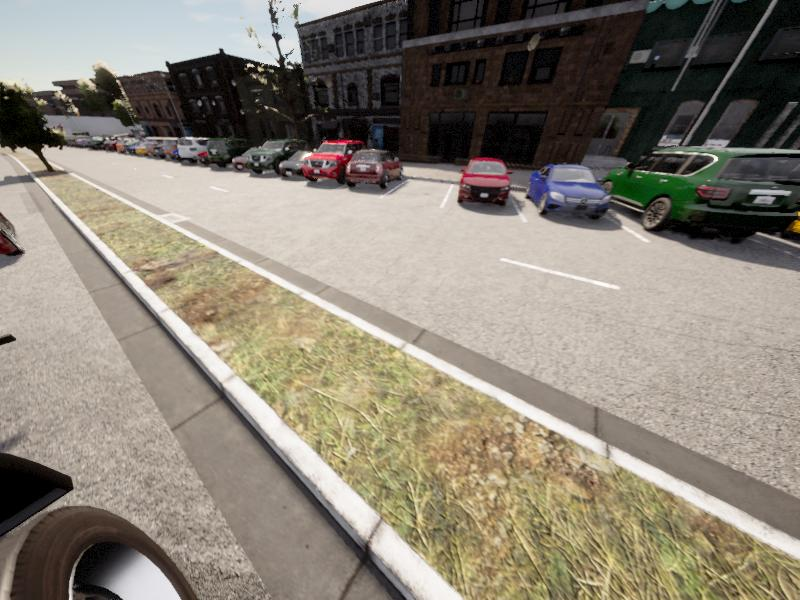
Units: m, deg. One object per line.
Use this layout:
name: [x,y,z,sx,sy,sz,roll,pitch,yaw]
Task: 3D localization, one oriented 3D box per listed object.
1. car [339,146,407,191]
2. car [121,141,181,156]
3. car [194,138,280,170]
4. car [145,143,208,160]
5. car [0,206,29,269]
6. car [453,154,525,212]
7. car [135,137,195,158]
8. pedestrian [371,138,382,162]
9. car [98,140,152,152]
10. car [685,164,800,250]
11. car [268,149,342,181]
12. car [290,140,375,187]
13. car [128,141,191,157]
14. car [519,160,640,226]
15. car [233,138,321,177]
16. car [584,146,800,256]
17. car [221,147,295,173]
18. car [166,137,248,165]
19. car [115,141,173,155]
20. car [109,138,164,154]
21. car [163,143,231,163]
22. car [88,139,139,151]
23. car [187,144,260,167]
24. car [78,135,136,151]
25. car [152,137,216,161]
car: [-1.229,-7.477,12.895,2.185,1.767,4.553,9,35,12]
car: [-33.293,-20.473,31.135,2.097,1.535,5.008,9,35,11]
car: [-13.529,-12.651,19.860,2.435,2.045,5.566,9,35,12]
car: [-25.858,-17.454,27.002,2.163,1.488,4.792,9,35,12]
car: [-10.251,-1.604,4.872,4.181,1.385,1.994,22,41,28]
car: [3.712,-5.365,10.181,2.097,1.535,5.008,10,36,12]
car: [-28.360,-18.588,28.132,1.878,1.987,4.442,9,35,11]
pedestrian: [-2.285,-14.556,22.390,0.751,1.860,0.751,21,40,24]
car: [-43.341,-24.406,36.579,2.097,1.535,5.008,8,35,10]
car: [11.168,-2.436,6.075,1.946,1.575,5.366,9,35,12]
car: [-6.147,-9.368,15.783,2.163,1.488,4.792,10,36,12]
car: [-3.676,-8.590,14.224,2.435,2.045,5.566,10,36,12]
car: [-30.774,-19.574,29.893,1.946,1.575,5.366,9,35,12]
car: [6.182,-4.315,8.786,2.002,1.452,4.674,10,36,12]
car: [-8.605,-10.606,17.020,2.435,2.045,5.566,10,36,12]
car: [8.653,-3.561,7.229,2.435,2.045,5.566,9,35,12]
car: [-11.076,-11.381,18.576,2.163,1.488,4.792,9,36,12]
car: [-18.455,-14.663,22.651,2.435,2.045,5.566,9,35,12]
car: [-35.801,-21.456,32.499,2.231,1.521,4.892,9,35,11]
car: [-38.310,-22.543,33.787,2.185,1.767,4.553,8,35,11]
car: [-20.923,-15.448,24.169,2.097,1.535,5.008,10,36,12]
car: [-48.407,-26.330,39.243,2.097,1.535,5.008,8,35,9]
car: [-15.996,-13.436,21.377,2.097,1.535,5.008,9,36,12]
car: [-50.961,-27.465,40.382,2.435,2.045,5.566,8,35,9]
car: [-23.414,-16.575,25.341,1.878,1.987,4.442,9,35,12]
